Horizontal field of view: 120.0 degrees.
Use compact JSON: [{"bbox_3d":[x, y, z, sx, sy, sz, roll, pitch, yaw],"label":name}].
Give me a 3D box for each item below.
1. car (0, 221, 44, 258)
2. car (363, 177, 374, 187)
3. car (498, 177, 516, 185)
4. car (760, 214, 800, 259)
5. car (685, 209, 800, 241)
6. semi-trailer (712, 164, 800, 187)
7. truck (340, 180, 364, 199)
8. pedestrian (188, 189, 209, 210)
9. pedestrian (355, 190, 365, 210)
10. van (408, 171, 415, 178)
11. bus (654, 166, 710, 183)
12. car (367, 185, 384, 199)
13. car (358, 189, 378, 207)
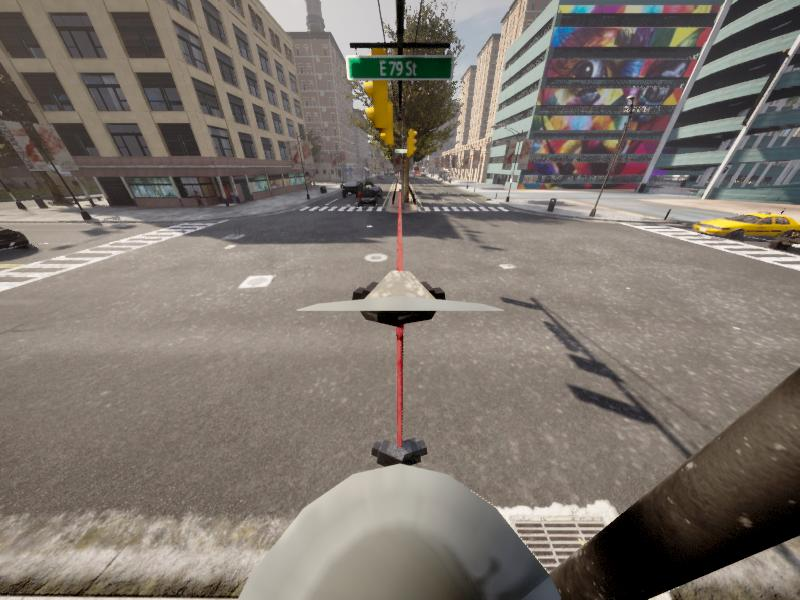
[{"bbox_3d":[-22.610,-3.127,11.919,4.892,1.490,1.837,0,30,0],"label":"car"},{"bbox_3d":[-7.159,-27.203,53.253,1.905,1.878,3.866,0,30,0],"label":"car"},{"bbox_3d":[27.196,-30.383,58.961,2.161,1.482,4.786,0,30,0],"label":"car"},{"bbox_3d":[21.994,-3.144,11.562,3.866,1.878,1.905,0,30,0],"label":"car"},{"bbox_3d":[22.467,-4.817,14.766,5.366,1.575,1.801,2,30,3],"label":"car"},{"bbox_3d":[89.041,-31.225,57.663,2.717,4.402,14.254,0,30,0],"label":"semi-trailer"},{"bbox_3d":[-7.183,-17.091,35.510,2.390,2.098,6.274,0,30,0],"label":"truck"},{"bbox_3d":[-20.236,-10.057,23.211,0.751,1.860,0.751,-1,30,-1],"label":"pedestrian"},{"bbox_3d":[-4.244,-10.580,24.422,0.751,1.860,0.751,1,30,1],"label":"pedestrian"},{"bbox_3d":[4.490,-50.504,93.045,2.351,2.431,6.366,0,30,0],"label":"van"},{"bbox_3d":[85.486,-38.573,70.564,3.944,4.253,10.273,0,30,0],"label":"bus"},{"bbox_3d":[-3.699,-16.589,35.344,2.033,1.411,5.357,0,30,0],"label":"car"},{"bbox_3d":[-3.718,-12.396,27.869,1.851,1.617,3.988,0,30,0],"label":"car"}]
